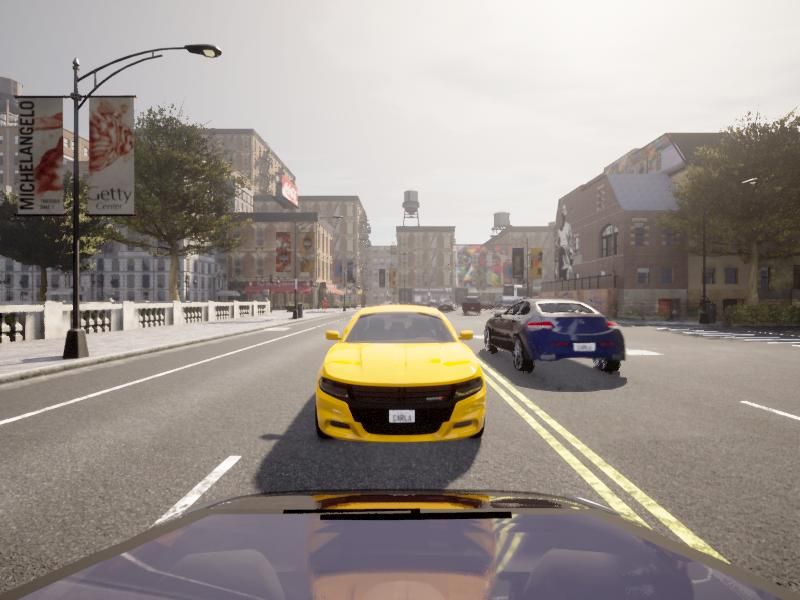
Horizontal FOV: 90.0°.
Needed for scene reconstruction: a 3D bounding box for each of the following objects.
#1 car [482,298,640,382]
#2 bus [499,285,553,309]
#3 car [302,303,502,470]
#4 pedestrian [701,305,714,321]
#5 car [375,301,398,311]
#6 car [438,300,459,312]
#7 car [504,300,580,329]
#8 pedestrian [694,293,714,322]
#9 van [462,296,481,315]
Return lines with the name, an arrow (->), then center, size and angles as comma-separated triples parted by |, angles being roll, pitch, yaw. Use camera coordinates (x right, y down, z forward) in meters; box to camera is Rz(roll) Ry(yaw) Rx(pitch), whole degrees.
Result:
car -> 3.667, 0.780, 10.361 | 2.152, 1.651, 5.027 | 0, 0, 1
bus -> 23.337, -0.538, 73.650 | 10.273, 4.253, 3.944 | 0, 0, -34
car -> -0.014, 0.823, 6.265 | 1.882, 1.535, 5.008 | 0, 0, -1
pedestrian -> 21.049, 0.865, 27.383 | 0.500, 1.100, 0.500 | 0, 0, -23
car -> -1.999, 0.864, 61.206 | 2.002, 1.452, 4.674 | 0, 0, 20
car -> 6.716, 0.828, 55.129 | 2.038, 1.542, 4.974 | 0, 0, 17
car -> 8.448, 0.789, 24.100 | 1.851, 1.617, 3.988 | 0, 0, -32
pedestrian -> 20.044, 0.485, 26.383 | 0.751, 1.860, 0.751 | 0, 0, 1
van -> 8.136, 0.598, 45.631 | 1.775, 1.987, 4.442 | 0, 0, 6
